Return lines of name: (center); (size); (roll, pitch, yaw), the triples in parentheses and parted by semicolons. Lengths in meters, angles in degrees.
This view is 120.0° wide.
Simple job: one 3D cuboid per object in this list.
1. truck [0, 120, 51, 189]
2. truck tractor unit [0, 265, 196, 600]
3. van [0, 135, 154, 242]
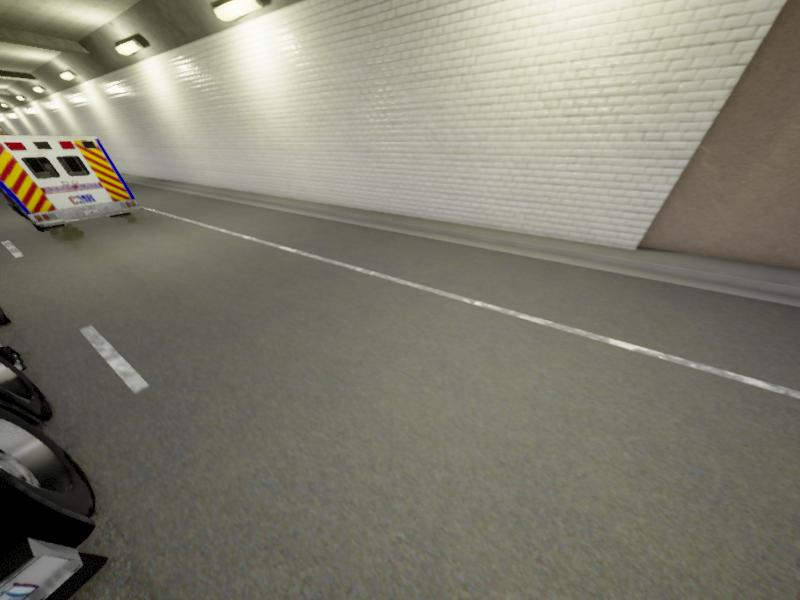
truck: (-27.529, -9.716, 14.912); (8.468, 3.827, 2.891); (18, 39, 24)
truck tractor unit: (-5.114, -0.295, 0.787); (6.516, 4.208, 3.053); (18, 39, 24)
van: (-11.986, -4.095, 7.895); (6.366, 2.431, 2.351); (18, 39, 24)
